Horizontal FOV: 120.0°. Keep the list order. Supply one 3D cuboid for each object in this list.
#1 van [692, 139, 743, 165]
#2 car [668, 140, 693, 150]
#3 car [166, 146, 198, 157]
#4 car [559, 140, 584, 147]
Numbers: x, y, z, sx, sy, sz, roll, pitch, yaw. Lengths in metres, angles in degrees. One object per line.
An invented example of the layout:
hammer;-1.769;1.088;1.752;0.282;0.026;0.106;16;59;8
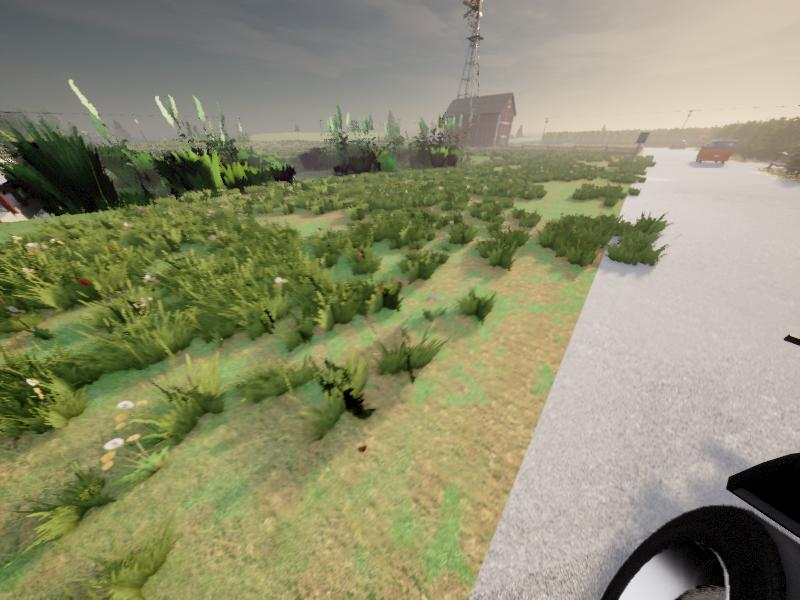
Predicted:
van;30.975;-14.593;22.706;1.775;1.987;4.442;26;43;33
car;60.070;-33.296;49.493;4.611;1.667;2.242;-23;41;-29
car;-39.656;-27.031;42.013;3.806;1.475;1.970;-28;43;-33
car;47.444;-43.270;63.931;4.974;1.542;2.038;27;43;33
